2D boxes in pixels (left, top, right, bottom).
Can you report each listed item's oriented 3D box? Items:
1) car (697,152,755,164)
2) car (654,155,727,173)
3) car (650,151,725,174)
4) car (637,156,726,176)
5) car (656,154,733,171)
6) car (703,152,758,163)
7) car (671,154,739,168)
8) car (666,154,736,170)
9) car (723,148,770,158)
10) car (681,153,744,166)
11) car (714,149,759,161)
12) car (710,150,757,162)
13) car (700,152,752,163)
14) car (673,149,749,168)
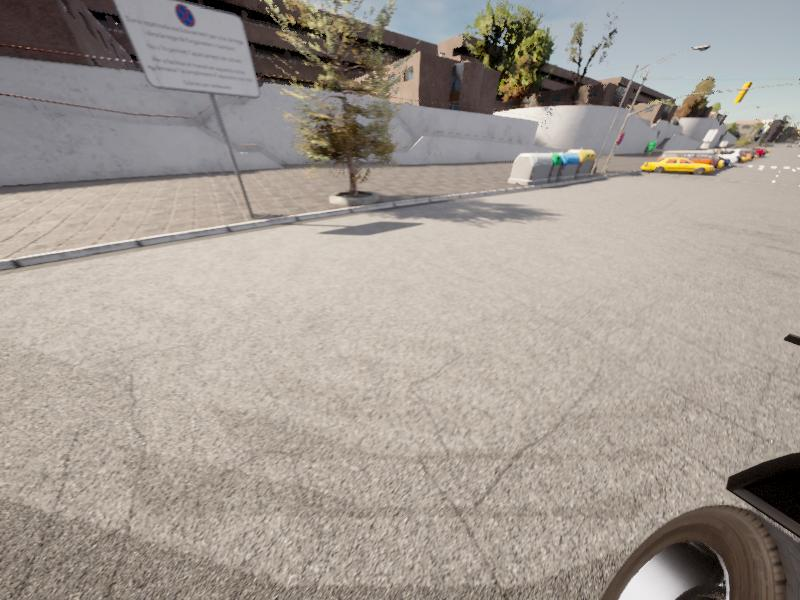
[{"bbox_3d":[55.362,-24.302,39.434,5.366,1.575,1.946,21,39,28],"label":"car"},{"bbox_3d":[33.216,-15.798,26.713,4.792,1.488,2.163,21,39,29],"label":"car"},{"bbox_3d":[30.897,-15.011,25.084,4.442,1.987,1.878,21,39,29],"label":"car"},{"bbox_3d":[28.512,-13.849,23.753,5.366,1.575,1.946,21,39,29],"label":"car"},{"bbox_3d":[35.529,-16.831,28.192,5.366,1.575,1.946,21,39,29],"label":"car"},{"bbox_3d":[60.245,-26.180,42.301,5.366,1.575,1.946,21,39,29],"label":"car"},{"bbox_3d":[40.563,-18.682,30.959,5.008,1.535,2.097,21,39,29],"label":"car"},{"bbox_3d":[38.127,-17.721,29.526,4.892,1.521,2.231,21,39,29],"label":"car"},{"bbox_3d":[84.492,-36.012,56.495,5.566,2.045,2.435,21,40,29],"label":"car"},{"bbox_3d":[45.444,-20.583,33.814,4.892,1.521,2.231,21,39,28],"label":"car"},{"bbox_3d":[67.522,-29.219,46.512,4.442,1.987,1.878,21,39,29],"label":"car"},{"bbox_3d":[65.000,-28.212,45.170,4.553,1.767,2.185,21,39,28],"label":"car"},{"bbox_3d":[57.624,-25.279,40.984,4.792,1.488,2.163,21,39,28],"label":"car"},{"bbox_3d":[42.978,-19.846,32.250,5.566,2.045,2.435,21,39,29],"label":"car"}]
